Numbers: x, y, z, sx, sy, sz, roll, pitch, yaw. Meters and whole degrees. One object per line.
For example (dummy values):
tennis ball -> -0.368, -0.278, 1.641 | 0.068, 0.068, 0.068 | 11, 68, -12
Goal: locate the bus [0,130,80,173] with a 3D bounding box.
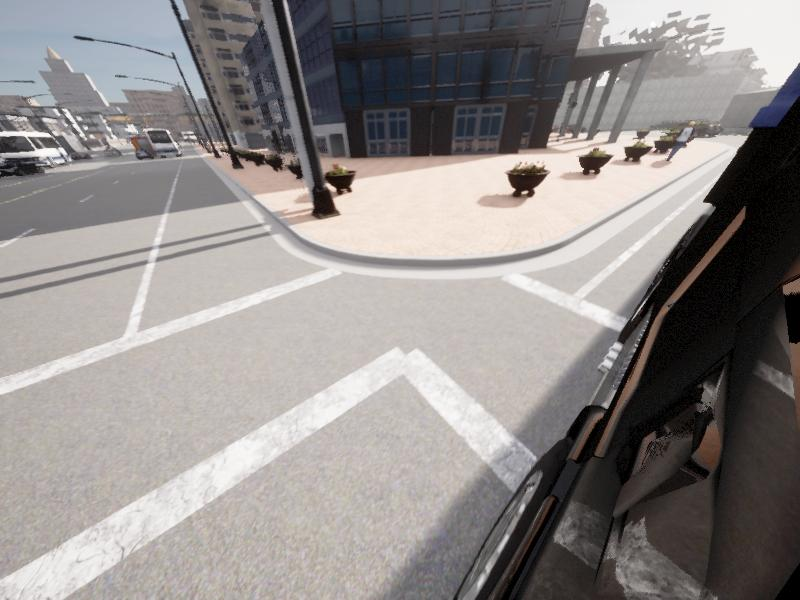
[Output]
bus -> -51.061, -20.928, 32.369 | 3.944, 4.253, 10.273 | -26, 42, -28

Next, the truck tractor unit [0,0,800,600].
truck tractor unit -> 2.645, -0.295, 0.351 | 6.516, 4.208, 3.053 | -28, 44, -30

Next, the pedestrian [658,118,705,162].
pedestrian -> 14.974, -8.506, 12.348 | 0.751, 1.860, 0.751 | -26, 43, -28

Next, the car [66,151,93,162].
car -> -61.841, -27.830, 44.681 | 1.994, 1.385, 4.181 | -26, 43, -28

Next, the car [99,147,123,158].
car -> -63.066, -32.328, 50.517 | 2.242, 1.667, 4.611 | -26, 44, -28

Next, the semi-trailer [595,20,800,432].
semi-trailer -> 8.874, -3.462, 4.073 | 14.254, 4.402, 2.717 | -26, 43, -28

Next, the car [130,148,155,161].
car -> -45.491, -25.883, 40.978 | 2.033, 1.649, 4.856 | -26, 42, -28

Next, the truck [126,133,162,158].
truck -> -52.043, -31.697, 47.309 | 2.891, 3.827, 8.468 | -26, 43, -28

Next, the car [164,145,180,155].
car -> -53.540, -35.365, 54.268 | 2.152, 1.651, 5.027 | -26, 44, -28

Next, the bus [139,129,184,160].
bus -> -44.525, -29.491, 43.588 | 3.944, 4.253, 10.273 | -26, 43, -28

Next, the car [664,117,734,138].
car -> 36.020, -20.907, 28.080 | 1.932, 1.855, 4.605 | -6, 37, -4

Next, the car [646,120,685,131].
car -> 57.695, -38.061, 50.328 | 5.027, 1.651, 2.152 | 9, 38, 15

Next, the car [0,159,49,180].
car -> -38.828, -13.172, 23.278 | 1.994, 1.385, 4.181 | -18, 39, -20
